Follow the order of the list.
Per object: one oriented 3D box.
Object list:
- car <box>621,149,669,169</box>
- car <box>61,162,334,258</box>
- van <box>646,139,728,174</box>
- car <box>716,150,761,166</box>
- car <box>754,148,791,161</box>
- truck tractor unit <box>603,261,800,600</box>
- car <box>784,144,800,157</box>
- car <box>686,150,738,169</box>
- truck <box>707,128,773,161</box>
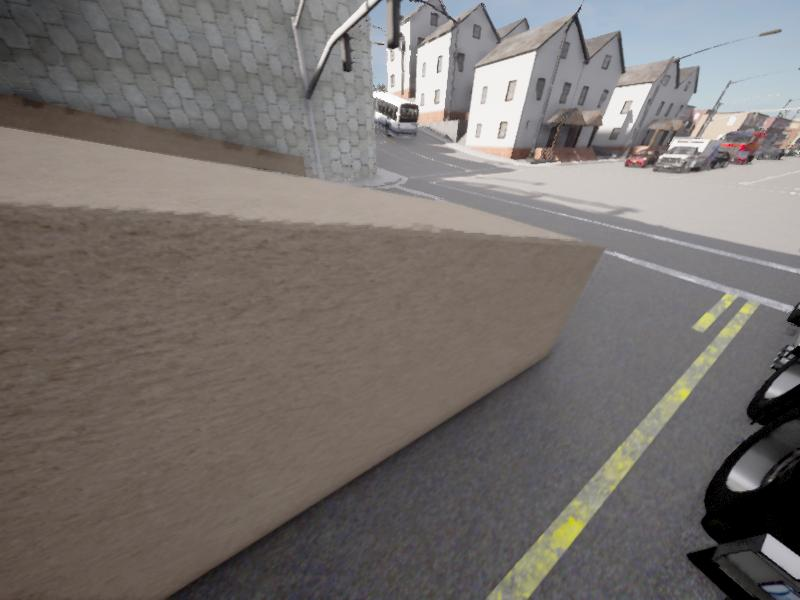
[{"bbox_3d":[25.869,-14.984,24.397,3.988,1.617,1.851,-17,38,-23],"label":"car"},{"bbox_3d":[-4.833,-2.875,6.685,5.027,1.651,2.152,-18,39,-24],"label":"car"},{"bbox_3d":[25.920,-13.066,20.920,6.366,2.431,2.351,-17,38,-23],"label":"van"},{"bbox_3d":[40.887,-17.182,27.905,4.181,1.385,1.994,-17,38,-23],"label":"car"},{"bbox_3d":[55.265,-21.605,34.291,4.892,1.490,1.837,-17,38,-23],"label":"car"},{"bbox_3d":[5.105,-0.304,0.798,6.516,4.208,3.053,-18,39,-24],"label":"truck tractor unit"},{"bbox_3d":[74.557,-27.702,42.757,5.566,2.045,2.150,-17,38,-23],"label":"car"},{"bbox_3d":[32.698,-14.741,24.209,4.892,1.490,1.837,-17,38,-23],"label":"car"},{"bbox_3d":[52.280,-23.928,35.564,8.468,3.827,2.891,-17,38,-23],"label":"truck"}]
